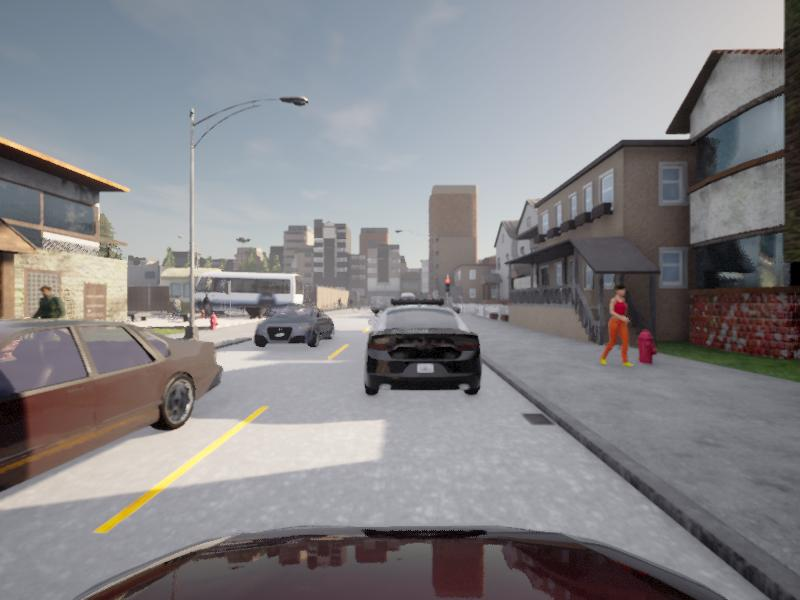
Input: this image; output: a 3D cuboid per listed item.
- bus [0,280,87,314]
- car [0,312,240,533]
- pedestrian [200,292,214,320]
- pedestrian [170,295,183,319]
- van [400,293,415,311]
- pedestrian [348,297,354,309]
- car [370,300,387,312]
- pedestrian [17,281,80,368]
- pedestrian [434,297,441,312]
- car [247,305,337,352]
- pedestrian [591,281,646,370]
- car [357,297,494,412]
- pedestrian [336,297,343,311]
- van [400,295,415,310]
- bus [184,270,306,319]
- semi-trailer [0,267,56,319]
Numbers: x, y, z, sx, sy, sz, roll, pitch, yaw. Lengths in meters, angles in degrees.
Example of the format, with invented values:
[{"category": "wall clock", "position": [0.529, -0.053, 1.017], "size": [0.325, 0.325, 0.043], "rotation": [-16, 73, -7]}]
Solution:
[{"category": "bus", "position": [-48.543, -0.518, 54.299], "size": [3.944, 4.253, 10.273], "rotation": [0, 2, 1]}, {"category": "car", "position": [-3.703, 0.895, 3.688], "size": [2.033, 1.411, 5.357], "rotation": [0, 0, 4]}, {"category": "pedestrian", "position": [-13.432, 0.409, 27.884], "size": [0.751, 1.860, 0.751], "rotation": [0, 0, -38]}, {"category": "pedestrian", "position": [-17.244, 0.527, 30.880], "size": [0.751, 1.860, 0.751], "rotation": [0, 0, -13]}, {"category": "van", "position": [1.024, 0.324, 58.641], "size": [1.988, 2.561, 5.915], "rotation": [0, -1, -1]}, {"category": "pedestrian", "position": [-7.682, 0.538, 63.052], "size": [0.751, 1.860, 0.751], "rotation": [0, 0, 14]}, {"category": "car", "position": [-3.067, 0.839, 57.189], "size": [2.128, 1.511, 4.902], "rotation": [0, 0, 1]}, {"category": "pedestrian", "position": [-7.862, 0.534, 8.986], "size": [0.751, 1.860, 0.751], "rotation": [0, 0, 6]}, {"category": "pedestrian", "position": [4.736, 0.537, 51.042], "size": [0.751, 1.860, 0.751], "rotation": [0, 0, -8]}, {"category": "car", "position": [-3.699, 0.908, 14.579], "size": [1.994, 1.385, 4.181], "rotation": [0, 0, 3]}, {"category": "pedestrian", "position": [4.813, 0.534, 8.830], "size": [0.751, 1.860, 0.751], "rotation": [0, 0, -17]}, {"category": "car", "position": [0.349, 0.772, 8.288], "size": [1.930, 1.638, 5.238], "rotation": [0, 0, 0]}, {"category": "pedestrian", "position": [-8.370, 0.538, 55.701], "size": [0.751, 1.860, 0.751], "rotation": [0, 0, 9]}, {"category": "van", "position": [1.244, 0.383, 68.043], "size": [2.351, 2.431, 6.366], "rotation": [0, 0, 0]}, {"category": "bus", "position": [-14.781, -0.517, 38.903], "size": [10.273, 4.253, 3.944], "rotation": [2, 0, 1]}, {"category": "semi-trailer", "position": [-38.726, -0.615, 35.435], "size": [14.254, 4.402, 2.717], "rotation": [0, 0, 1]}]
